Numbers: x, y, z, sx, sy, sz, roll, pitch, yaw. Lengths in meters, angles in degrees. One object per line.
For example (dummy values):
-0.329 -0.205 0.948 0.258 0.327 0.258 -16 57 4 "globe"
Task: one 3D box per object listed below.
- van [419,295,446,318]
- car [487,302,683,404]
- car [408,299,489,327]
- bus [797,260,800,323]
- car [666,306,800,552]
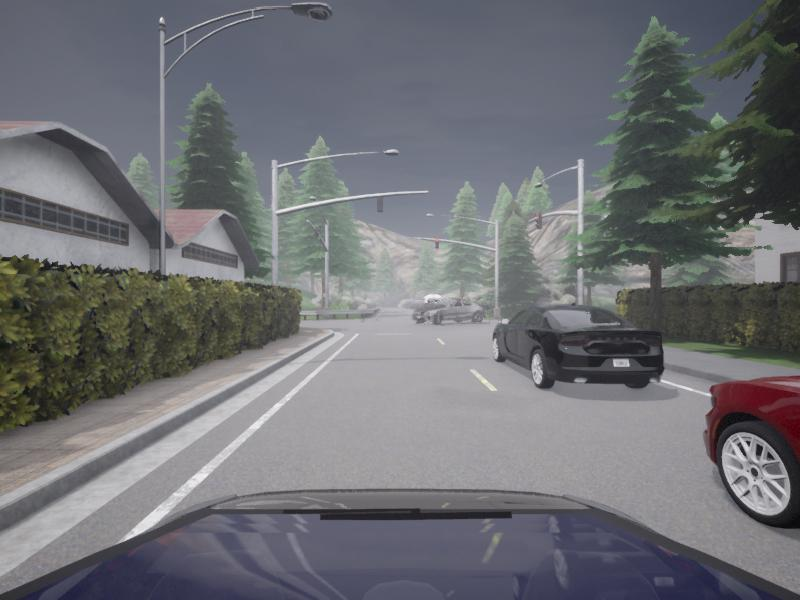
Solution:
2.999 0.572 37.850 2.069 2.038 4.480 0 0 -1 "van"
3.393 0.823 8.653 1.882 1.535 5.008 0 0 -1 "car"
3.216 0.773 26.010 5.027 1.651 2.152 0 0 -34 "car"
32.053 -0.550 25.154 10.273 4.253 3.944 0 0 0 "bus"
3.475 0.823 1.271 1.882 1.535 5.008 0 0 -1 "car"
